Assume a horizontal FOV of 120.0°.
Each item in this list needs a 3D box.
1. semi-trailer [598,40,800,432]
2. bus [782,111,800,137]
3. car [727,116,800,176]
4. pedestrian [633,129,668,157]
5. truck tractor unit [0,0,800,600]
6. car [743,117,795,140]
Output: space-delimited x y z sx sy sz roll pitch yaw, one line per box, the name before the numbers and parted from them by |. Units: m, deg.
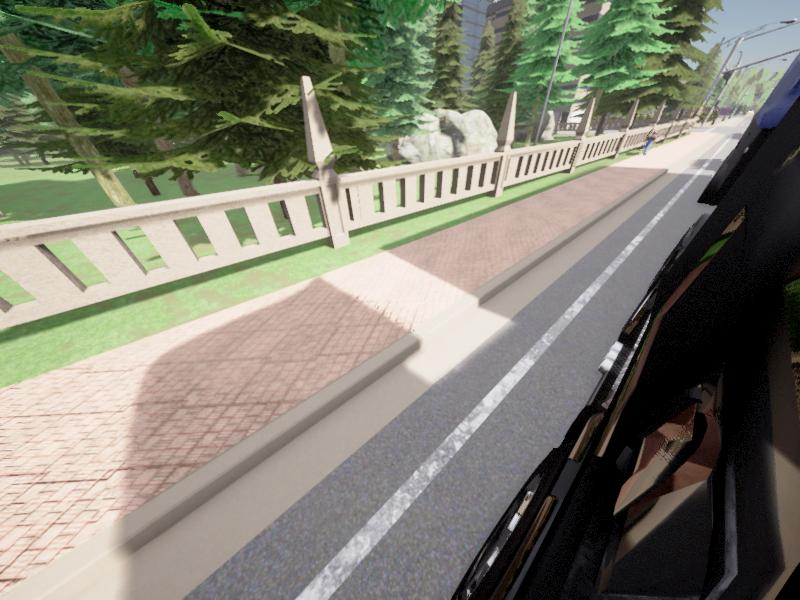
semi-trailer | 8.692 -3.621 4.217 14.254 4.402 2.717 -28 44 -30
bus | 39.049 -16.990 20.139 10.273 4.253 3.944 -27 43 -31
car | 16.749 -6.907 10.169 4.605 1.855 1.932 -28 44 -30
pedestrian | 14.779 -9.301 13.669 0.751 1.300 0.751 -22 41 -23
truck tractor unit | 2.645 -0.295 0.351 6.516 4.208 3.053 -28 44 -30
car | 32.403 -15.160 20.392 3.633 1.501 1.845 -28 44 -30
